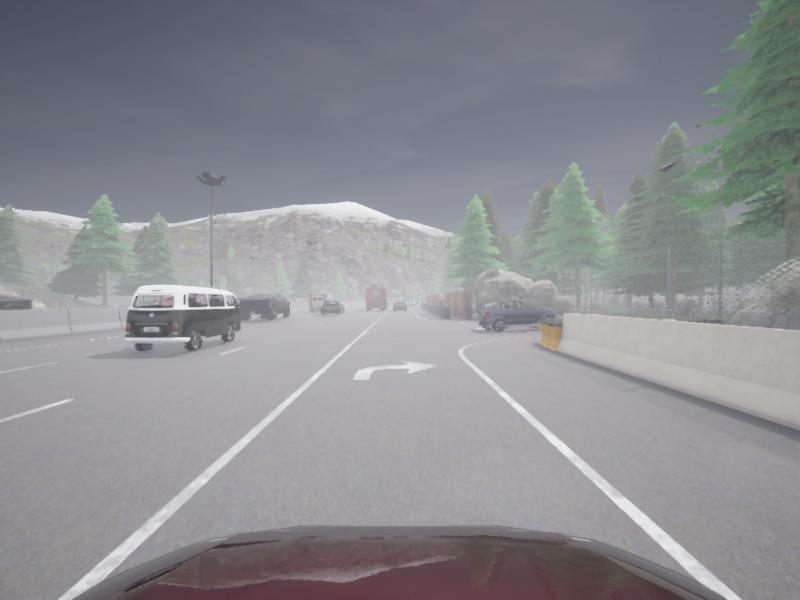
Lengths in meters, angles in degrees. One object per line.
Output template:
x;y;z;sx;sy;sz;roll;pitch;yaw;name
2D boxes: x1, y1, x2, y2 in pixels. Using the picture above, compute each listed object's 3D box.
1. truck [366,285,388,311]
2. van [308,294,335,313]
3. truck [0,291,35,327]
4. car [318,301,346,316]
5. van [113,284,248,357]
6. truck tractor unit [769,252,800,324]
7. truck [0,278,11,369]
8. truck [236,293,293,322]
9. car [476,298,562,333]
-3.500;-0.303;62.151;2.891;3.827;8.468;0;0;0;truck
-10.501;0.393;53.905;2.351;2.431;6.366;0;0;0;van
-24.491;0.549;22.386;2.390;2.098;6.274;0;0;0;truck
-7.005;0.849;41.903;2.128;1.511;4.902;0;0;0;car
-7.003;0.575;13.435;2.069;2.038;4.480;0;0;0;van
26.647;-0.712;23.798;6.516;4.208;3.053;0;0;1;truck tractor unit
-10.500;0.544;6.440;2.390;2.098;6.274;0;0;0;truck
-10.503;0.551;31.682;2.390;2.098;6.274;0;0;0;truck
5.934;0.764;20.212;3.705;1.549;1.789;-3;-1;-6;car
